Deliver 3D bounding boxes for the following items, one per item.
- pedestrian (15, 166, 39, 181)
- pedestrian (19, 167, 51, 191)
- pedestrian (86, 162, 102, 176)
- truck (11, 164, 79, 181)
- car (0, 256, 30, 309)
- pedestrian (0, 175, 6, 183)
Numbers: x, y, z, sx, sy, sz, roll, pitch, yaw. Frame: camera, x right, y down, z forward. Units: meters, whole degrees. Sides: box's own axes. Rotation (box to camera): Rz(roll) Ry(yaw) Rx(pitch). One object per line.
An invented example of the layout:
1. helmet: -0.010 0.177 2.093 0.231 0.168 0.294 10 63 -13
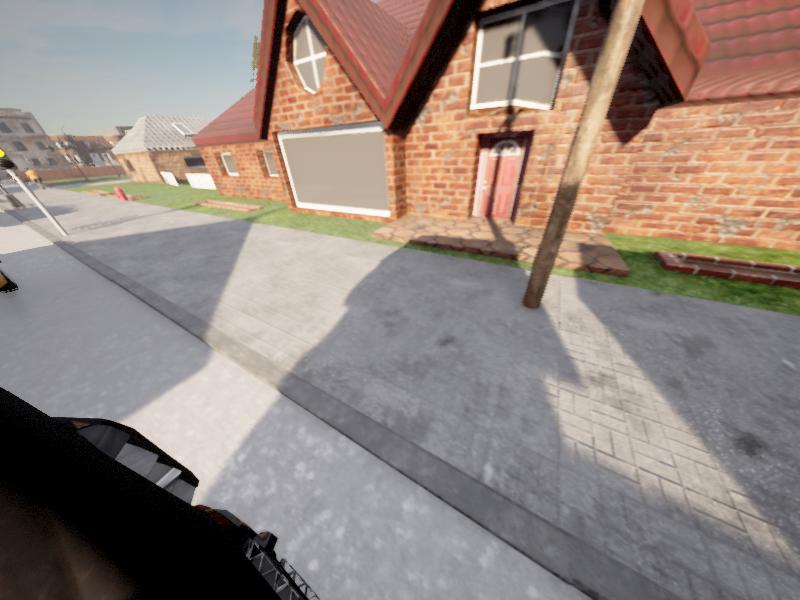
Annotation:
1. pedestrian: -54.624 -18.505 33.821 0.751 1.860 0.751 -13 35 -15
2. pedestrian: -32.936 -10.943 20.869 0.751 1.860 0.751 19 39 29
3. pedestrian: -51.937 -22.235 39.212 0.751 1.860 0.751 16 38 26
4. truck: -64.039 -23.110 41.838 2.390 2.098 6.274 16 38 26
5. car: -9.798 -0.790 4.447 5.008 1.535 1.882 16 38 26
6. pedestrian: -58.135 -17.911 33.179 0.751 1.860 0.751 18 39 29
